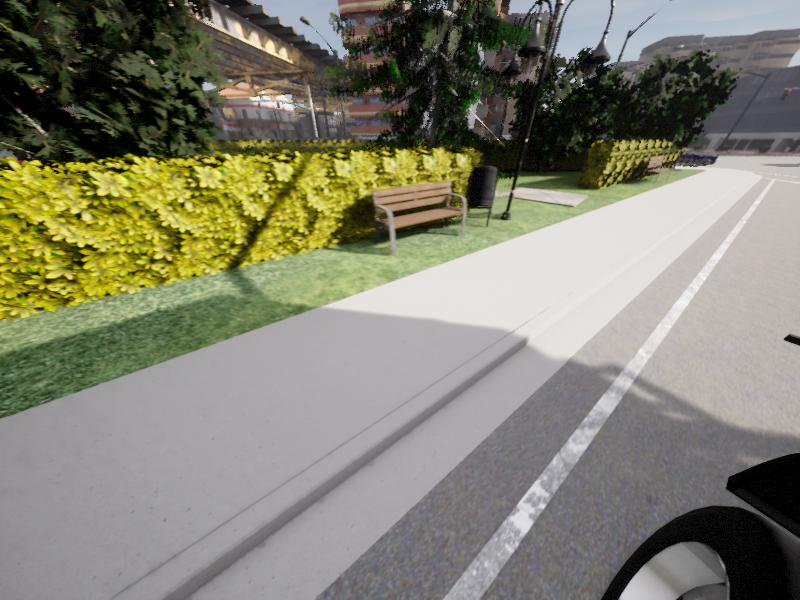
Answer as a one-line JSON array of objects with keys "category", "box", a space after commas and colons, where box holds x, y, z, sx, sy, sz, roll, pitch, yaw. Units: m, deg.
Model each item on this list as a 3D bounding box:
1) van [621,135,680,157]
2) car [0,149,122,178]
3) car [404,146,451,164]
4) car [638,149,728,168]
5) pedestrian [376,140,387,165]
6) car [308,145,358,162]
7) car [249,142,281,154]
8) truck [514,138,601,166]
[{"category": "van", "box": [35.640, -22.195, 33.271, 2.351, 2.431, 6.366, 6, 35, 9]}, {"category": "car", "box": [-25.942, -10.790, 18.074, 2.038, 1.542, 4.974, 6, 36, 9]}, {"category": "car", "box": [2.963, -15.574, 24.719, 4.792, 1.488, 2.163, 6, 36, 9]}, {"category": "car", "box": [25.190, -12.848, 20.871, 4.718, 1.301, 1.895, 13, 37, 18]}, {"category": "pedestrian", "box": [-1.654, -13.203, 20.757, 0.751, 1.860, 0.751, 5, 35, 7]}, {"category": "car", "box": [-7.581, -16.776, 26.467, 4.902, 1.511, 2.128, 7, 36, 10]}, {"category": "car", "box": [-24.154, -27.478, 41.654, 1.930, 1.638, 5.238, 6, 36, 9]}, {"category": "truck", "box": [15.045, -14.542, 22.639, 6.274, 2.098, 2.390, 6, 36, 9]}]
